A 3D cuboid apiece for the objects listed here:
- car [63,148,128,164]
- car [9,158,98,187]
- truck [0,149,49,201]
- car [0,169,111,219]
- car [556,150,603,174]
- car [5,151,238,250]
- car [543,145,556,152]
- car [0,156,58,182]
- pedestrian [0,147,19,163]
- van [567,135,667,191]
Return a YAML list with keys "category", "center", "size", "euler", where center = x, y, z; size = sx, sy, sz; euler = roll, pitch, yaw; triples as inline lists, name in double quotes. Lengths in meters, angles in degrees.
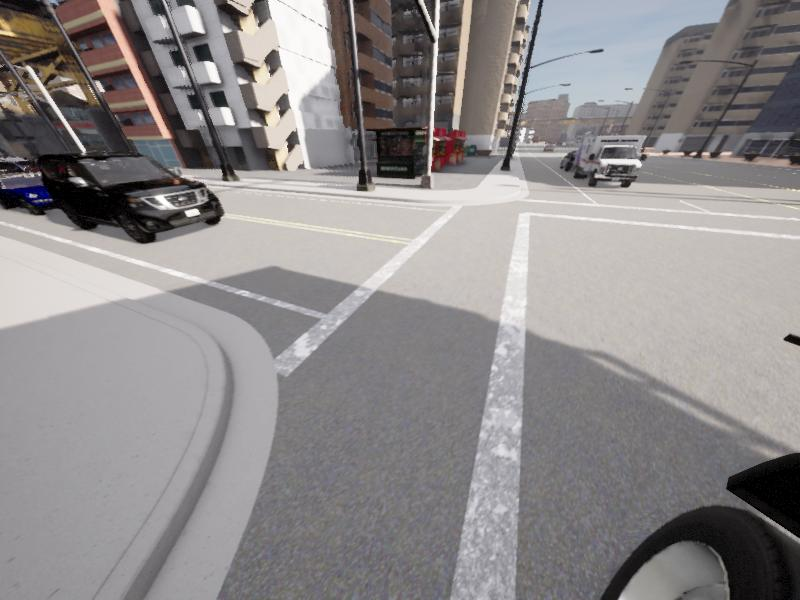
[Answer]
- category: "car"
  center: [-43.494, -20.774, 33.233]
  size: [1.930, 1.638, 5.238]
  euler: [13, 37, 19]
- category: "car"
  center: [-23.653, -8.797, 15.807]
  size: [4.674, 1.442, 1.812]
  euler: [13, 37, 19]
- category: "truck"
  center: [-22.478, -6.637, 12.099]
  size: [6.274, 2.098, 2.390]
  euler: [13, 37, 19]
- category: "car"
  center: [-15.061, -4.566, 9.694]
  size: [4.718, 1.301, 1.895]
  euler: [13, 37, 19]
- category: "car"
  center: [15.868, -12.474, 20.744]
  size: [2.128, 1.511, 4.902]
  euler: [13, 36, 19]
- category: "car"
  center: [-8.310, -3.302, 7.101]
  size: [5.566, 2.045, 2.150]
  euler: [13, 37, 19]
- category: "car"
  center: [41.261, -41.992, 63.975]
  size: [2.242, 1.667, 4.611]
  euler: [13, 37, 19]
- category: "car"
  center: [-30.238, -10.340, 18.108]
  size: [4.792, 1.488, 2.163]
  euler: [12, 37, 18]
- category: "pedestrian"
  center: [-52.746, -19.425, 30.943]
  size: [0.751, 1.860, 0.751]
  euler: [-19, 39, -24]
- category: "van"
  center: [12.885, -8.777, 14.499]
  size: [2.351, 2.431, 6.366]
  euler: [13, 36, 19]
